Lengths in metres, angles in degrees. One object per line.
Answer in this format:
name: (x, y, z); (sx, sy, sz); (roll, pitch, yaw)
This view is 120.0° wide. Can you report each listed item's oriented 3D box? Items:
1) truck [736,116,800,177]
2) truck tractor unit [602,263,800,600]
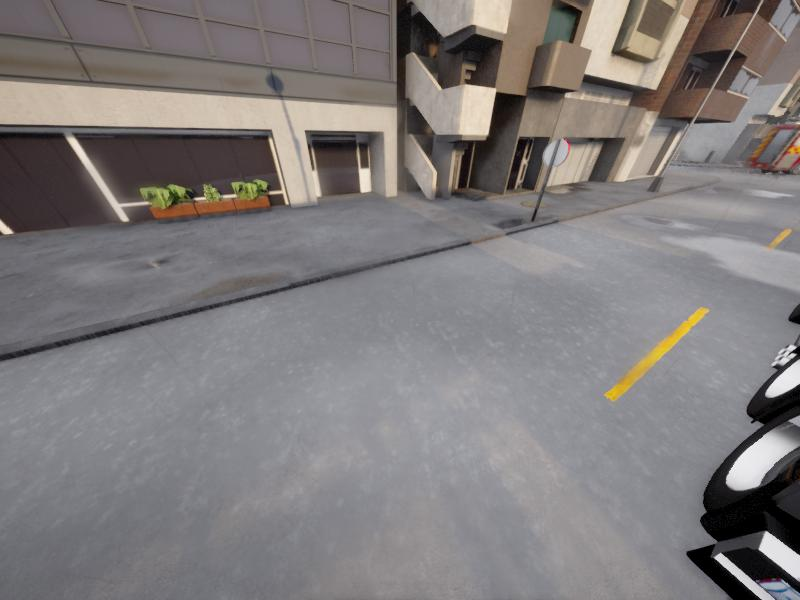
truck: (34.071, -11.672, 17.658); (8.468, 3.827, 2.891); (11, 37, 15)
truck tractor unit: (5.107, -0.304, 0.786); (6.516, 4.208, 3.053); (-18, 39, -24)
